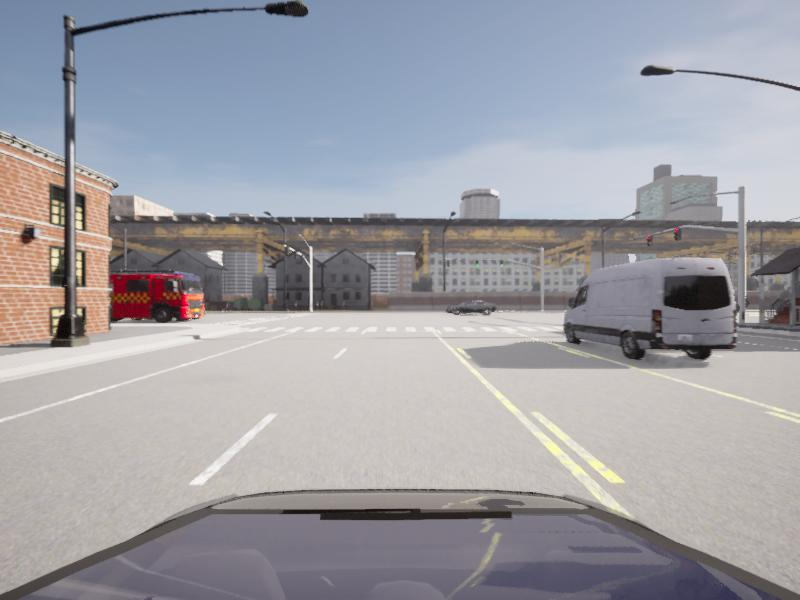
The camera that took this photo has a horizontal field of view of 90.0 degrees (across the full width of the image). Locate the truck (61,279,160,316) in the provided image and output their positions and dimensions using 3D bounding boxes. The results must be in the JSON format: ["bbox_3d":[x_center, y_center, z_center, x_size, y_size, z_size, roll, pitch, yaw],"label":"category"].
[{"bbox_3d":[-30.724,-0.281,42.754,8.468,3.827,2.891,0,0,0],"label":"truck"}]

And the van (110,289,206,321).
[{"bbox_3d":[-19.407,0.397,32.297,6.366,2.431,2.351,0,0,1],"label":"van"}]

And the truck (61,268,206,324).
[{"bbox_3d":[-18.863,-0.302,28.739,8.468,3.827,2.891,0,0,0],"label":"truck"}]

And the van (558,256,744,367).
[{"bbox_3d":[6.993,0.284,12.248,1.988,2.561,5.915,0,0,0],"label":"van"}]

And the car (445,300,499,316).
[{"bbox_3d":[6.974,0.766,39.232,4.902,1.511,2.128,0,0,0],"label":"car"}]
